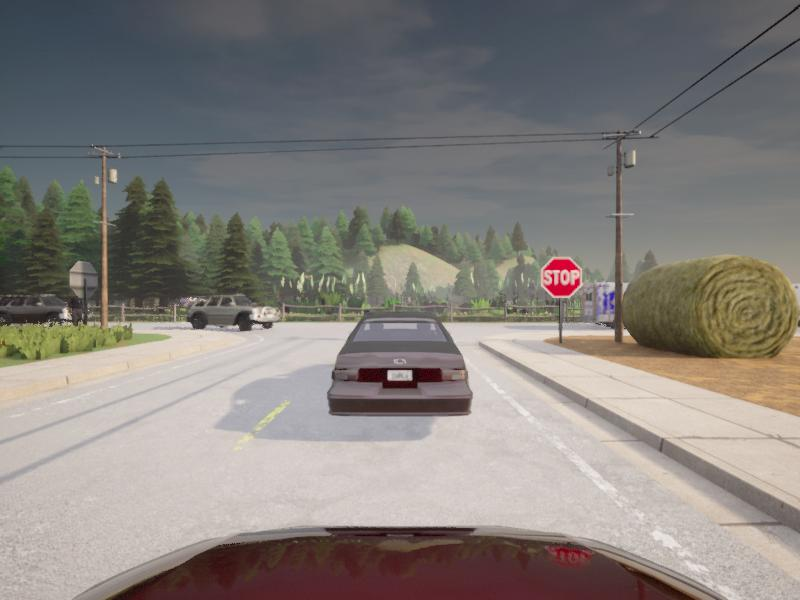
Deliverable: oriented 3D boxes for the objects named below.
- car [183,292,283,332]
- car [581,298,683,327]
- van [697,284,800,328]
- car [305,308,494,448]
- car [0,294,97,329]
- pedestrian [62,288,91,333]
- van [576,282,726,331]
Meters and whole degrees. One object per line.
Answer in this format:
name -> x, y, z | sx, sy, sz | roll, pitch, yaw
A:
car -> -8.434, 0.610, 20.237 | 4.605, 1.855, 1.932 | -1, -2, 21
car -> 13.647, 0.725, 23.770 | 4.856, 1.649, 2.033 | 0, 0, 3
van -> 21.502, 0.325, 23.397 | 6.366, 2.431, 2.351 | 0, 0, 3
car -> -0.001, 0.889, 6.985 | 2.033, 1.411, 5.357 | 0, 0, 0
car -> -19.543, 0.600, 21.826 | 4.605, 1.855, 1.932 | 0, 0, 2
pedestrian -> -13.946, 0.436, 17.237 | 0.751, 1.860, 0.751 | 0, 0, 30
van -> 13.021, 0.327, 21.197 | 6.366, 2.431, 2.351 | 0, 0, 6
